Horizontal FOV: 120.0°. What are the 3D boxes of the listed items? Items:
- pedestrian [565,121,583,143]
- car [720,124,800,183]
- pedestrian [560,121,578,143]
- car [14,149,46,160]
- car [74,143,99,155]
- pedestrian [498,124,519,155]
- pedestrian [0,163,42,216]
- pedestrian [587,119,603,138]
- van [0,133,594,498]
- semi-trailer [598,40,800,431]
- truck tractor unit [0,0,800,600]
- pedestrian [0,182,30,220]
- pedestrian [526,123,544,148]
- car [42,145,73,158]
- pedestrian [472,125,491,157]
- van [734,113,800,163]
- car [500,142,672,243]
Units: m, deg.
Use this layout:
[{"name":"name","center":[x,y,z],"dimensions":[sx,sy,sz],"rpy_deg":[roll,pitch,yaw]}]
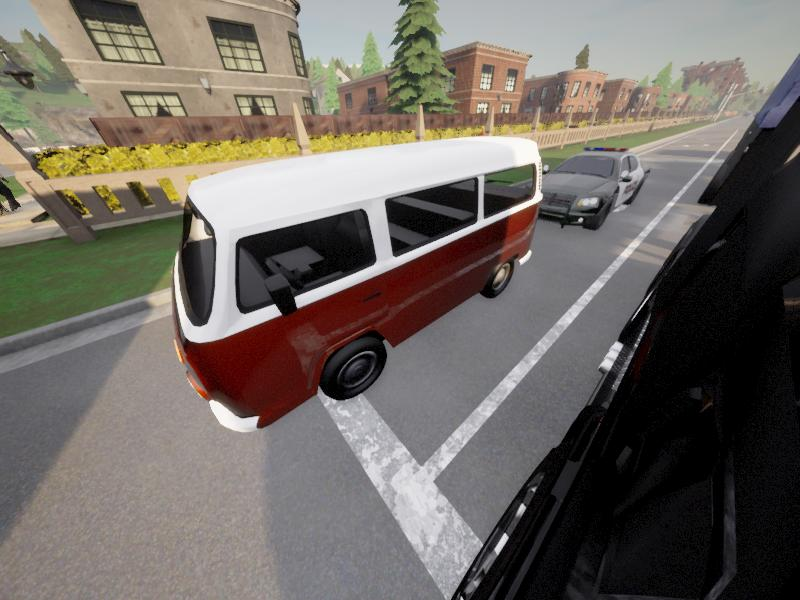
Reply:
[{"name":"pedestrian","center":[17.819,-17.232,23.719],"dimensions":[0.751,1.860,0.751],"rpy_deg":[-29,44,-31]},{"name":"car","center":[16.055,-6.369,9.809],"dimensions":[5.027,1.651,2.152],"rpy_deg":[-28,44,-30]},{"name":"pedestrian","center":[17.918,-17.823,24.502],"dimensions":[0.751,1.860,0.751],"rpy_deg":[-29,44,-30]},{"name":"car","center":[-69.312,-27.398,43.345],"dimensions":[1.816,1.474,4.193],"rpy_deg":[-26,43,-28]},{"name":"car","center":[-65.560,-31.591,48.395],"dimensions":[1.905,1.878,3.866],"rpy_deg":[-26,43,-28]},{"name":"pedestrian","center":[8.229,-12.170,17.549],"dimensions":[0.751,1.860,0.751],"rpy_deg":[-28,44,-30]},{"name":"pedestrian","center":[-14.103,-4.027,8.053],"dimensions":[0.751,1.860,0.751],"rpy_deg":[-26,43,-28]},{"name":"pedestrian","center":[24.832,-21.800,29.389],"dimensions":[0.751,1.860,0.751],"rpy_deg":[-28,44,-30]},{"name":"van","center":[-0.051,-0.702,2.877],"dimensions":[4.480,2.038,2.069],"rpy_deg":[-28,44,-30]},{"name":"semi-trailer","center":[8.700,-3.604,4.226],"dimensions":[14.254,4.402,2.717],"rpy_deg":[-28,44,-30]},{"name":"truck tractor unit","center":[2.645,-0.295,0.351],"dimensions":[6.516,4.208,3.053],"rpy_deg":[-28,44,-30]},{"name":"pedestrian","center":[-13.626,-3.616,7.475],"dimensions":[0.751,1.860,0.751],"rpy_deg":[-27,43,-29]},{"name":"pedestrian","center":[12.549,-15.317,21.487],"dimensions":[0.751,1.860,0.751],"rpy_deg":[-28,43,-29]},{"name":"car","center":[-66.851,-29.142,45.197],"dimensions":[1.932,1.855,4.605],"rpy_deg":[-26,43,-28]},{"name":"pedestrian","center":[6.062,-11.788,17.173],"dimensions":[0.751,1.860,0.751],"rpy_deg":[-29,44,-31]},{"name":"van","center":[20.801,-9.052,12.784],"dimensions":[4.442,1.987,1.775],"rpy_deg":[-28,44,-30]},{"name":"car","center":[5.277,-3.334,6.490],"dimensions":[4.974,1.542,2.038],"rpy_deg":[-28,44,-30]}]
